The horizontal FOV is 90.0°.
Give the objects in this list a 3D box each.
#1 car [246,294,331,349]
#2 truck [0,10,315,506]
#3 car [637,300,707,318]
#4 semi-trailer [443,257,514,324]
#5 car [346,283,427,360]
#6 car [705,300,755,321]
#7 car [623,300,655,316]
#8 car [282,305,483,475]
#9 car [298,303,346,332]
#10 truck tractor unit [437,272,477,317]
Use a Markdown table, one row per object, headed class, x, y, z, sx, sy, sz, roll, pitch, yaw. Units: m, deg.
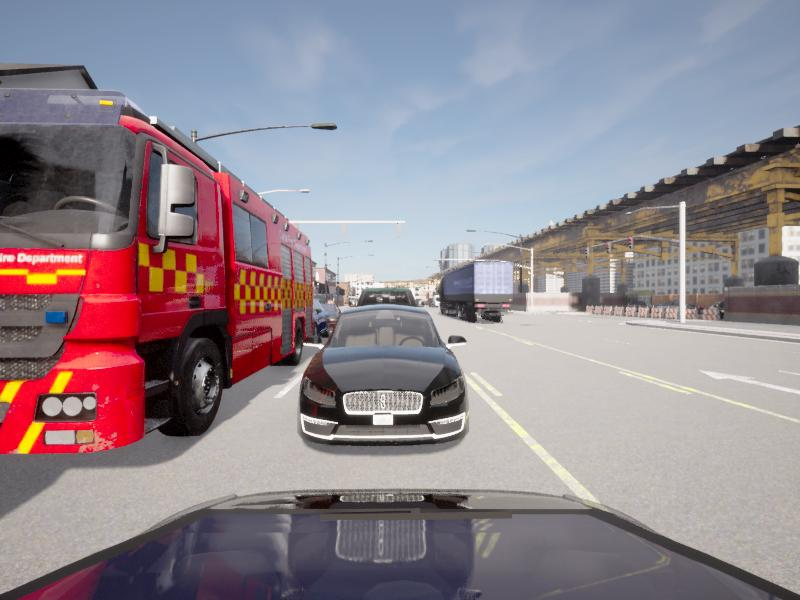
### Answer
| class | x | y | z | sx | sy | sz | roll | pitch | yaw |
| --- | --- | --- | --- | --- | --- | --- | --- | --- | --- |
| car | -3.999 | 0.694 | 15.235 | 2.097 | 1.767 | 4.553 | 0 | 0 | -2 |
| truck | -3.763 | -0.320 | 7.296 | 2.891 | 3.827 | 8.468 | 0 | 0 | -2 |
| car | 25.288 | 0.796 | 37.368 | 2.038 | 1.542 | 4.974 | 0 | 0 | -38 |
| semi-trailer | 5.956 | -0.618 | 33.396 | 2.717 | 4.402 | 14.254 | 0 | 0 | -2 |
| car | -0.444 | 0.568 | 13.466 | 2.150 | 2.045 | 5.566 | 0 | 0 | -2 |
| car | 26.240 | 0.796 | 32.028 | 2.038 | 1.542 | 4.974 | 0 | 0 | 27 |
| car | 25.138 | 0.796 | 41.974 | 2.038 | 1.542 | 4.974 | 0 | 0 | 42 |
| car | -0.220 | 0.845 | 6.104 | 1.837 | 1.490 | 4.892 | 0 | 0 | -2 |
| car | -4.248 | 0.897 | 22.560 | 2.033 | 1.411 | 5.357 | 0 | 0 | -4 |
| truck tractor unit | 5.715 | -0.524 | 41.309 | 3.053 | 4.208 | 6.516 | 0 | 0 | -2 |
